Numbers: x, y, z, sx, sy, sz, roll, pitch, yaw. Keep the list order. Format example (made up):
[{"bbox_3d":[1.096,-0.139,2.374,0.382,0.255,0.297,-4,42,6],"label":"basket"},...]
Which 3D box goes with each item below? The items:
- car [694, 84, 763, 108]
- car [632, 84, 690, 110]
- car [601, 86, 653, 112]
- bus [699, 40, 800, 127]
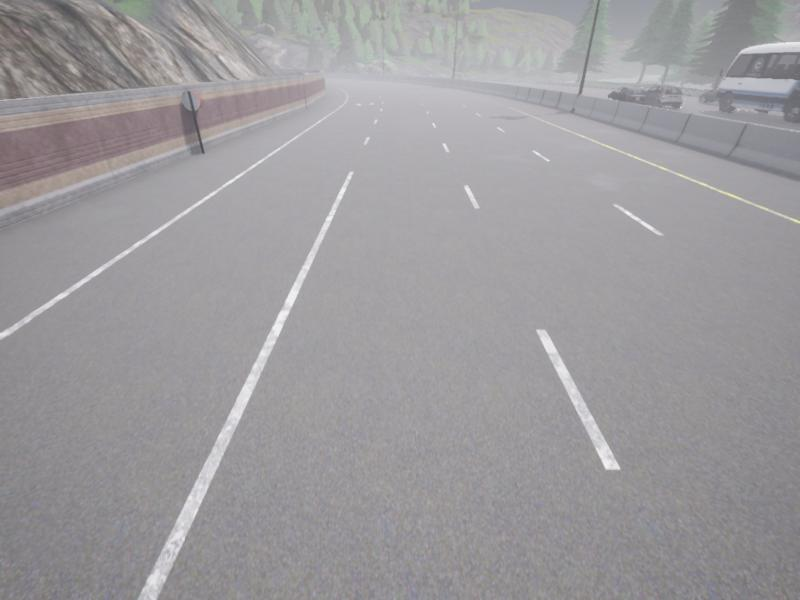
[{"bbox_3d":[28.144,-17.626,34.482,2.007,1.525,4.514,-1,30,-1],"label":"car"},{"bbox_3d":[21.206,-16.655,32.751,1.851,1.617,3.988,-1,30,-1],"label":"car"},{"bbox_3d":[17.740,-15.870,31.470,1.789,1.549,3.705,0,31,-1],"label":"car"},{"bbox_3d":[24.639,-13.531,24.816,3.944,4.253,10.273,0,30,0],"label":"bus"}]
